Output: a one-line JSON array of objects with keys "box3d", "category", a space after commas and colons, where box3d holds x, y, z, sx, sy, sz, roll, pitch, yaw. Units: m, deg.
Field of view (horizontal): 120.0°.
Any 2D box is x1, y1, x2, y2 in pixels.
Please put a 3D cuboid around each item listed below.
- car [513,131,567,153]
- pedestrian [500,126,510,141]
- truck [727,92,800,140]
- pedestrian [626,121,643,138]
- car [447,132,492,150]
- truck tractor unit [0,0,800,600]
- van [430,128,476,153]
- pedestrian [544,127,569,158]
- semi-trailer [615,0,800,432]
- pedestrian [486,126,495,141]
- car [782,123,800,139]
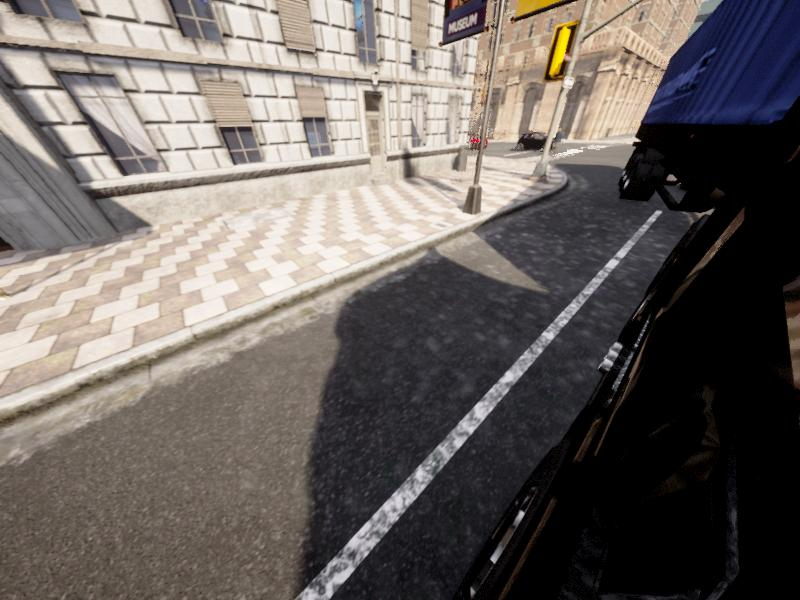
[{"box3d": [13.082, -14.910, 21.772, 1.845, 1.501, 3.633, -28, 44, -31], "category": "car"}, {"box3d": [16.291, -25.857, 35.812, 0.751, 1.860, 0.751, -29, 44, -31], "category": "pedestrian"}, {"box3d": [41.423, -20.895, 26.449, 8.468, 3.827, 2.891, -28, 44, -31], "category": "truck"}, {"box3d": [32.157, -23.425, 31.702, 0.751, 1.860, 0.751, -27, 43, -30], "category": "pedestrian"}, {"box3d": [7.909, -18.343, 26.679, 2.007, 1.525, 4.514, -28, 44, -31], "category": "car"}, {"box3d": [2.645, -0.295, 0.351, 6.516, 4.208, 3.053, -28, 44, -30], "category": "truck tractor unit"}, {"box3d": [5.484, -16.947, 24.534, 1.775, 1.987, 4.442, -28, 44, -31], "category": "van"}, {"box3d": [11.708, -11.803, 17.328, 0.751, 1.860, 0.751, -26, 43, -28], "category": "pedestrian"}, {"box3d": [7.633, -4.143, 5.082, 2.717, 4.402, 14.254, 22, 43, 29], "category": "semi-trailer"}, {"box3d": [14.445, -26.578, 36.883, 0.751, 1.860, 0.751, -22, 41, -24], "category": "pedestrian"}, {"box3d": [43.287, -18.110, 24.717, 4.718, 1.301, 1.895, -28, 44, -31], "category": "car"}]
